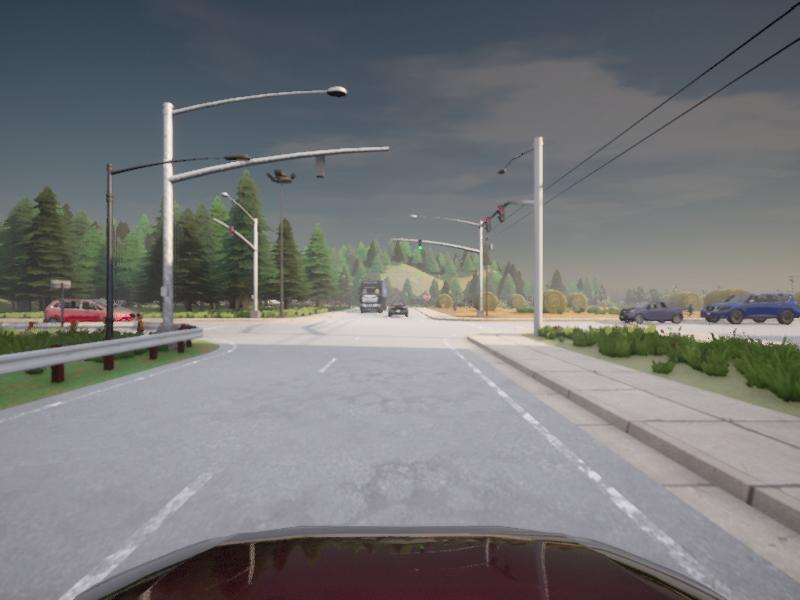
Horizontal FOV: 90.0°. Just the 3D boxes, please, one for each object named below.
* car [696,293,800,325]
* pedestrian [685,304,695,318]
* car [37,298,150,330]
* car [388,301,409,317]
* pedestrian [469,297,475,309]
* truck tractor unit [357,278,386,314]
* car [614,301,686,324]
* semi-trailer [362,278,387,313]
[{"bbox_3d":[23.337,0.564,26.726,5.566,2.045,2.150,0,0,-1],"label":"car"},{"bbox_3d":[23.442,0.867,32.329,0.500,1.100,0.500,0,0,-19],"label":"pedestrian"},{"bbox_3d":[-17.044,0.747,22.440,4.611,1.667,2.242,0,0,-1],"label":"car"},{"bbox_3d":[-0.136,0.860,40.914,2.038,1.542,4.974,0,0,1],"label":"car"},{"bbox_3d":[11.672,0.522,64.870,0.751,1.860,0.751,0,0,32],"label":"pedestrian"},{"bbox_3d":[-3.475,-0.481,49.862,3.053,4.208,6.516,0,-1,1],"label":"truck tractor unit"},{"bbox_3d":[16.560,0.818,26.603,3.633,1.501,1.845,0,0,-1],"label":"car"},{"bbox_3d":[-3.441,-0.568,57.772,2.717,4.402,14.254,0,0,0],"label":"semi-trailer"}]
